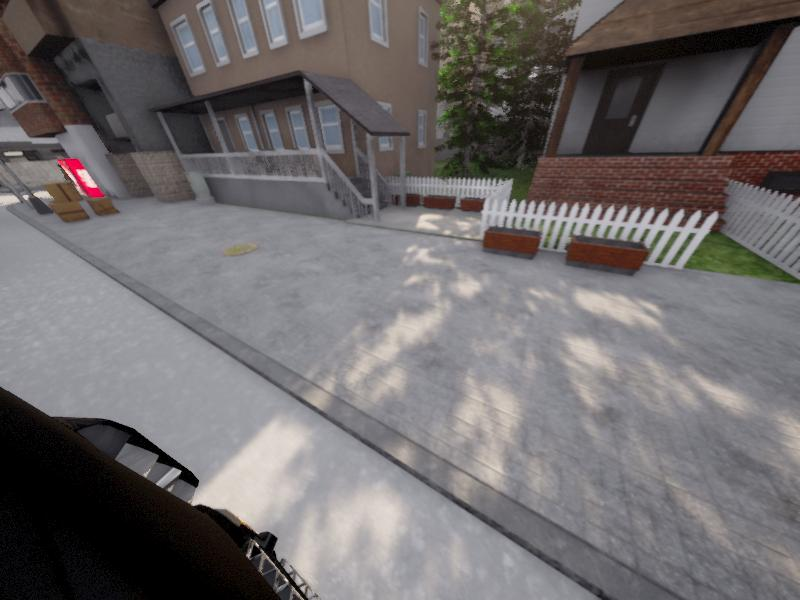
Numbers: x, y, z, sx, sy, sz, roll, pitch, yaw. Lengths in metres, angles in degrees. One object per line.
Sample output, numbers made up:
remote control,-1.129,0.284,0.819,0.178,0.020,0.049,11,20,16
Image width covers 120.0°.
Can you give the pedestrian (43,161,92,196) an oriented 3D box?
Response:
pedestrian,-21.368,-7.852,14.928,0.751,1.860,0.751,-11,35,-12
